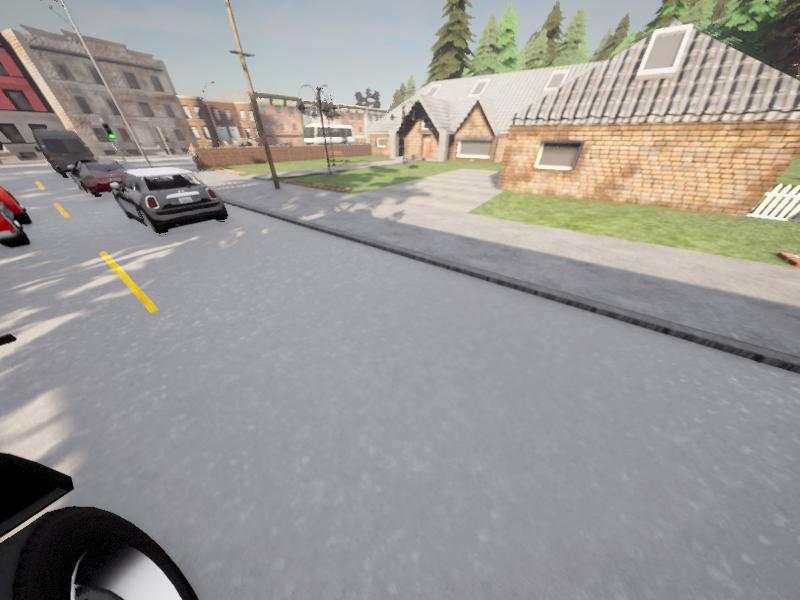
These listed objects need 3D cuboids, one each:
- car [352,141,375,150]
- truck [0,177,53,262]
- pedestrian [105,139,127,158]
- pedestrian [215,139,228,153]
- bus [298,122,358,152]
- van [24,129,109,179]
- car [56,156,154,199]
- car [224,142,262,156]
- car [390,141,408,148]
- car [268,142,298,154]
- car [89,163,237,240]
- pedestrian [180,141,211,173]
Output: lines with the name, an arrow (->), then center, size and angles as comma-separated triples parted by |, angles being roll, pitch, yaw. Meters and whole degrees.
car -> -8.057, -34.393, 51.345 | 1.801, 1.575, 5.366 | 22, 41, 28
truck -> -11.159, -2.419, 5.124 | 5.204, 2.467, 2.627 | 22, 40, 28
pedestrian -> -33.854, -18.093, 27.515 | 0.751, 1.860, 0.751 | 18, 39, 23
pedestrian -> -27.585, -23.830, 35.715 | 0.751, 1.860, 0.751 | 23, 41, 29
bus -> -13.310, -31.091, 44.292 | 3.944, 4.253, 10.273 | 22, 41, 28
van -> -23.001, -10.139, 15.935 | 5.915, 2.561, 1.988 | 23, 41, 29
car -> -14.447, -6.127, 11.320 | 4.181, 1.385, 1.994 | 22, 41, 28
car -> -22.981, -22.276, 33.989 | 1.851, 1.617, 3.988 | 22, 41, 28
car -> -0.250, -40.736, 60.417 | 1.801, 1.575, 5.366 | 22, 41, 28
car -> -19.315, -25.222, 38.270 | 1.845, 1.501, 3.633 | 22, 41, 28
car -> -7.351, -3.275, 7.230 | 3.806, 1.475, 1.970 | 22, 41, 28
pedestrian -> -14.192, -9.954, 16.095 | 0.751, 1.860, 0.751 | 19, 39, 25
